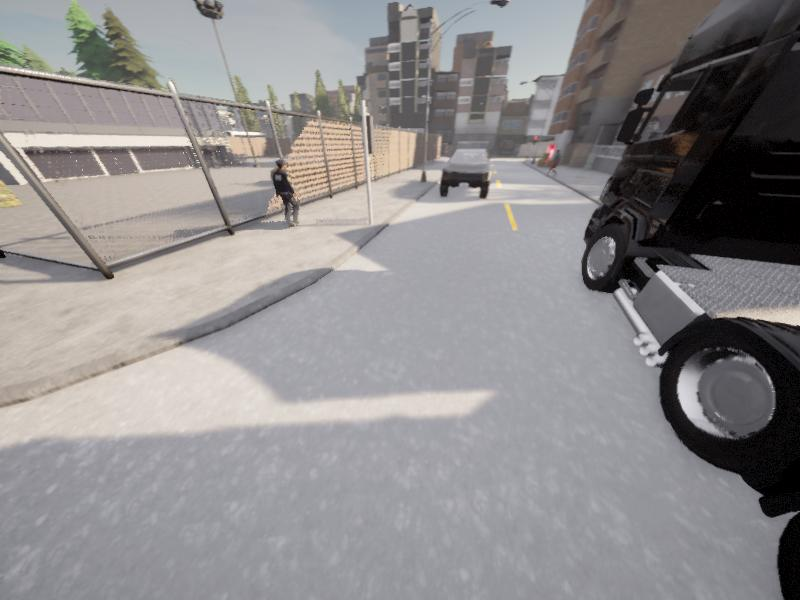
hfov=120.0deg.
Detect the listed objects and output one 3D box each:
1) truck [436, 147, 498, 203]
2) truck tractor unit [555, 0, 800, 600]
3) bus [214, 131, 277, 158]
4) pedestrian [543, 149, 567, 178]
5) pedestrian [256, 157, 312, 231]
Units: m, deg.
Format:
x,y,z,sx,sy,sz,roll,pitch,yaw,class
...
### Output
x,y,z,sx,sy,sz,roll,pitch,yaw,class
3.853,-7.248,12.917,2.390,2.098,6.274,10,35,14,truck
4.112,-0.774,1.491,3.053,4.208,6.516,12,36,16,truck tractor unit
-30.958,-31.769,47.186,3.944,4.253,10.273,8,35,12,bus
11.761,-10.418,17.594,0.751,1.860,0.751,4,34,6,pedestrian
-3.361,-3.137,6.875,0.751,1.860,0.751,11,36,16,pedestrian
